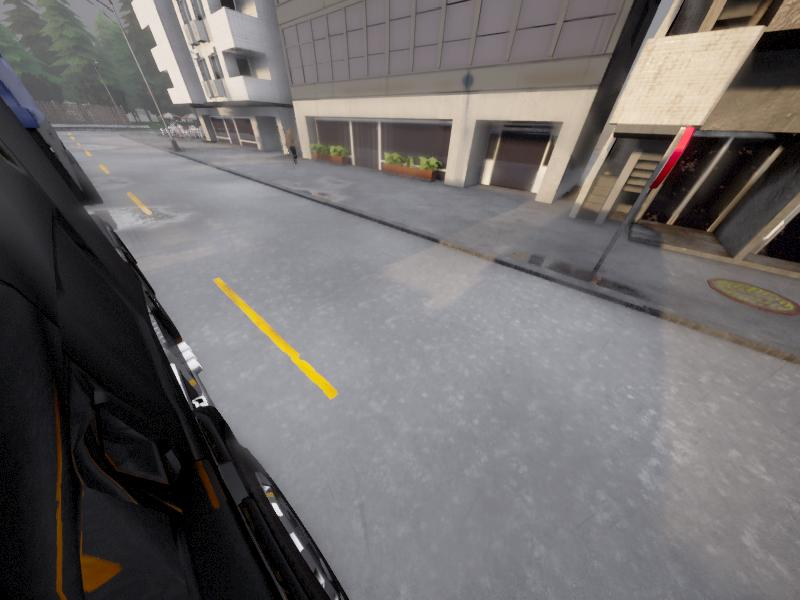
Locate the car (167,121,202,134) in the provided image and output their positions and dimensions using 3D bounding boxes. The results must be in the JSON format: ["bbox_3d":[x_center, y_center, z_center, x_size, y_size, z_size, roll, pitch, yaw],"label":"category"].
[{"bbox_3d":[-35.832,-28.670,38.427,1.845,1.501,3.633,26,42,28],"label":"car"}]

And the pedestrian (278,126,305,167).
[{"bbox_3d":[-6.160,-8.770,13.207,0.751,1.860,0.751,31,45,33],"label":"pedestrian"}]

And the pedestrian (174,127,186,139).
[{"bbox_3d":[-25.202,-19.115,26.474,0.500,1.100,0.500,30,45,31],"label":"pedestrian"}]

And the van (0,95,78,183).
[{"bbox_3d":[-16.356,-6.922,9.755,5.915,2.561,1.988,28,43,30],"label":"van"}]

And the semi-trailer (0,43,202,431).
[{"bbox_3d":[-8.692,-3.611,4.232,14.254,4.402,2.717,28,44,30],"label":"semi-trailer"}]

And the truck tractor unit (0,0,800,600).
[{"bbox_3d":[-2.645,-0.295,0.351,6.516,4.208,3.053,28,44,30],"label":"truck tractor unit"}]
